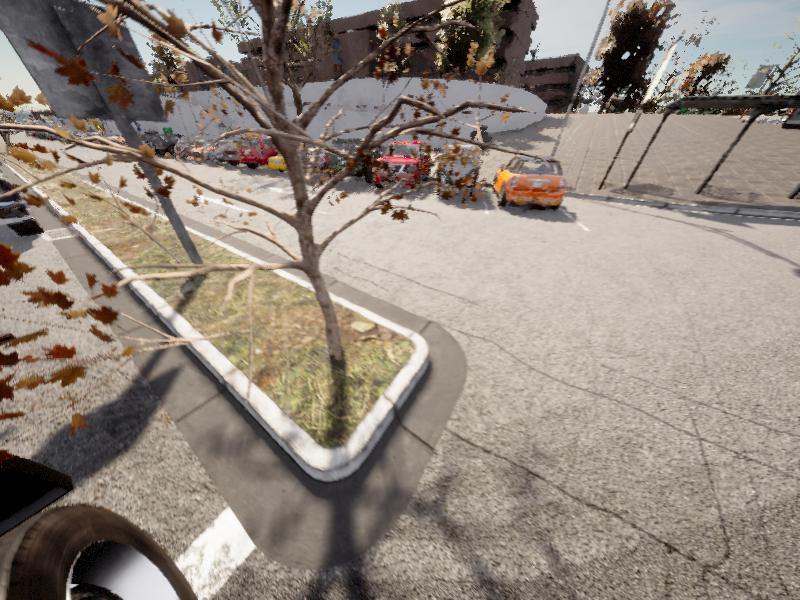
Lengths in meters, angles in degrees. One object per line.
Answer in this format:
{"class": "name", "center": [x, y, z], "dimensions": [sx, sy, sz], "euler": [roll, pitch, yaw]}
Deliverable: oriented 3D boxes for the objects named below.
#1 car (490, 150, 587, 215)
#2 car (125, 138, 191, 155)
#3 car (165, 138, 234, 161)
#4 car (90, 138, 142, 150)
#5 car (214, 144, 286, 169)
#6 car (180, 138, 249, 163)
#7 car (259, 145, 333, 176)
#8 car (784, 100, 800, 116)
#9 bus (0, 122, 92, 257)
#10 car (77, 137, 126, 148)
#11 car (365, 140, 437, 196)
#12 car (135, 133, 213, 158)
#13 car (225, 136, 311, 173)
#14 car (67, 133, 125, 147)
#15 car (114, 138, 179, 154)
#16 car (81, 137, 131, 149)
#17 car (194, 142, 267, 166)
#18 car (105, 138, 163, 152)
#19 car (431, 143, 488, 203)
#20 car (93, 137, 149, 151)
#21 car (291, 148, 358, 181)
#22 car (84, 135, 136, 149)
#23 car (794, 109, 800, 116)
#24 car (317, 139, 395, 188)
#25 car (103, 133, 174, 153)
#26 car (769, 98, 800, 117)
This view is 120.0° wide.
{"class": "car", "center": [5.290, -5.149, 9.706], "dimensions": [2.185, 1.767, 4.553], "euler": [9, 36, 11]}
{"class": "car", "center": [-29.669, -19.046, 28.664], "dimensions": [1.946, 1.575, 5.366], "euler": [8, 35, 11]}
{"class": "car", "center": [-19.705, -15.109, 23.083], "dimensions": [2.185, 1.767, 4.553], "euler": [8, 35, 11]}
{"class": "car", "center": [-44.727, -24.742, 36.579], "dimensions": [2.002, 1.452, 4.674], "euler": [9, 35, 10]}
{"class": "car", "center": [-12.187, -12.055, 19.233], "dimensions": [2.163, 1.488, 4.792], "euler": [9, 35, 11]}
{"class": "car", "center": [-17.180, -14.157, 21.803], "dimensions": [2.185, 1.767, 4.553], "euler": [9, 35, 10]}
{"class": "car", "center": [-7.141, -10.186, 16.681], "dimensions": [1.946, 1.575, 5.366], "euler": [9, 35, 11]}
{"class": "car", "center": [62.396, -28.672, 34.551], "dimensions": [4.553, 1.767, 2.185], "euler": [9, 40, 9]}
{"class": "bus", "center": [-13.173, -4.053, 5.577], "dimensions": [10.273, 4.253, 3.944], "euler": [22, 40, 26]}
{"class": "car", "center": [-52.242, -27.702, 40.604], "dimensions": [2.163, 1.488, 4.792], "euler": [8, 35, 11]}
{"class": "car", "center": [0.323, -7.276, 12.351], "dimensions": [2.435, 2.045, 5.566], "euler": [9, 35, 10]}
{"class": "car", "center": [-24.699, -17.210, 25.726], "dimensions": [2.435, 2.045, 5.566], "euler": [8, 35, 11]}
{"class": "car", "center": [-9.676, -11.294, 17.744], "dimensions": [2.435, 2.045, 5.566], "euler": [9, 35, 10]}
{"class": "car", "center": [-54.738, -28.917, 41.774], "dimensions": [2.435, 2.045, 5.566], "euler": [9, 35, 10]}
{"class": "car", "center": [-32.251, -19.816, 29.700], "dimensions": [1.946, 1.575, 5.366], "euler": [9, 35, 10]}
{"class": "car", "center": [-49.732, -26.691, 39.253], "dimensions": [2.002, 1.452, 4.674], "euler": [9, 35, 10]}
{"class": "car", "center": [-14.685, -13.052, 20.526], "dimensions": [2.231, 1.521, 4.892], "euler": [9, 35, 10]}
{"class": "car", "center": [-37.221, -21.820, 32.524], "dimensions": [2.163, 1.488, 4.792], "euler": [9, 35, 10]}
{"class": "car", "center": [2.793, -6.200, 10.945], "dimensions": [1.878, 1.987, 4.442], "euler": [9, 36, 11]}
{"class": "car", "center": [-42.229, -23.798, 35.209], "dimensions": [2.097, 1.535, 5.008], "euler": [8, 35, 11]}
{"class": "car", "center": [-4.686, -9.051, 15.221], "dimensions": [2.002, 1.452, 4.674], "euler": [9, 35, 11]}
{"class": "car", "center": [-47.220, -25.869, 37.845], "dimensions": [2.185, 1.767, 4.553], "euler": [9, 35, 10]}
{"class": "car", "center": [60.709, -27.048, 32.636], "dimensions": [4.553, 1.767, 2.185], "euler": [9, 41, 9]}
{"class": "car", "center": [-2.171, -8.311, 13.742], "dimensions": [2.435, 2.045, 5.566], "euler": [9, 35, 11]}
{"class": "car", "center": [-34.710, -21.079, 31.025], "dimensions": [2.435, 2.045, 5.566], "euler": [9, 35, 10]}
{"class": "car", "center": [63.954, -30.329, 36.435], "dimensions": [5.566, 2.045, 2.435], "euler": [10, 37, 9]}
